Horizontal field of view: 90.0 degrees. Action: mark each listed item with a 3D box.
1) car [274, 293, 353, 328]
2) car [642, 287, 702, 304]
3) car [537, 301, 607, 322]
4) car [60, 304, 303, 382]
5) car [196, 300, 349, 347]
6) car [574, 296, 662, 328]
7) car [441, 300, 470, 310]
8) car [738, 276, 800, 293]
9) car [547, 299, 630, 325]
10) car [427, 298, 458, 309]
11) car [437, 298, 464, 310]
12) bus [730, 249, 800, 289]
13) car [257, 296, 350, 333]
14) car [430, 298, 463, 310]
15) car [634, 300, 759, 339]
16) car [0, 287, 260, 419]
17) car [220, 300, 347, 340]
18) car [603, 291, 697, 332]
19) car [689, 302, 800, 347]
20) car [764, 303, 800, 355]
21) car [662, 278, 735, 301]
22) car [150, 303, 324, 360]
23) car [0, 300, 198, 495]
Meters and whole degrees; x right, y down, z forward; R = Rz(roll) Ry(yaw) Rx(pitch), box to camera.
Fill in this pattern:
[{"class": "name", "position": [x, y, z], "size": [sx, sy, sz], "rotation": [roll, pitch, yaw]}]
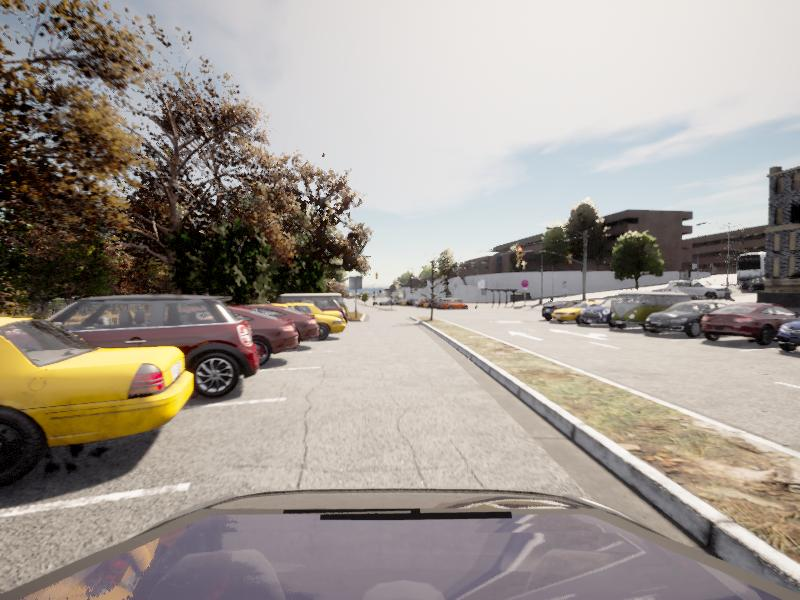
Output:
[{"class": "car", "position": [-5.290, 0.591, 24.518], "size": [4.442, 1.987, 1.878], "rotation": [-1, 0, -23]}, {"class": "car", "position": [28.011, -0.489, 41.393], "size": [2.002, 1.452, 4.674], "rotation": [-6, 4, -28]}, {"class": "car", "position": [12.844, 0.817, 29.874], "size": [4.792, 1.488, 2.163], "rotation": [1, 0, -23]}, {"class": "car", "position": [-4.880, 0.865, 9.674], "size": [4.674, 1.452, 2.002], "rotation": [-1, 0, -21]}, {"class": "car", "position": [-4.867, 0.817, 15.668], "size": [5.366, 1.575, 1.946], "rotation": [-1, 0, -22]}, {"class": "car", "position": [12.998, 0.662, 23.886], "size": [4.553, 1.767, 2.185], "rotation": [1, 0, -23]}, {"class": "car", "position": [9.370, 0.826, 67.584], "size": [4.553, 1.767, 2.185], "rotation": [1, 0, -28]}, {"class": "car", "position": [39.921, -1.674, 43.075], "size": [2.231, 1.521, 4.892], "rotation": [-6, 4, -28]}, {"class": "car", "position": [12.652, 0.779, 26.819], "size": [5.366, 1.575, 1.946], "rotation": [1, 0, -23]}, {"class": "car", "position": [8.183, 0.678, 76.557], "size": [5.566, 2.045, 2.435], "rotation": [0, 0, -28]}, {"class": "car", "position": [8.901, 0.718, 70.524], "size": [4.442, 1.987, 1.878], "rotation": [1, 0, -28]}, {"class": "bus", "position": [47.399, -4.008, 49.564], "size": [10.273, 4.253, 3.944], "rotation": [-6, 3, -9]}, {"class": "car", "position": [-5.226, 0.694, 21.525], "size": [4.553, 1.767, 2.185], "rotation": [-1, 0, -22]}, {"class": "car", "position": [8.563, 0.686, 73.544], "size": [5.566, 2.045, 2.435], "rotation": [1, 0, -28]}, {"class": "car", "position": [13.209, 0.795, 17.839], "size": [4.892, 1.521, 2.231], "rotation": [1, 0, -22]}, {"class": "car", "position": [-4.807, 0.700, 6.722], "size": [4.553, 1.767, 2.185], "rotation": [-1, 0, -21]}, {"class": "car", "position": [-5.310, 0.821, 18.485], "size": [5.366, 1.575, 1.946], "rotation": [-1, 0, -22]}, {"class": "car", "position": [12.991, 0.563, 20.811], "size": [4.442, 1.987, 1.878], "rotation": [1, 0, -22]}, {"class": "car", "position": [13.287, 0.836, 14.822], "size": [4.674, 1.452, 2.002], "rotation": [1, 0, -22]}, {"class": "car", "position": [13.366, 0.840, 11.798], "size": [4.674, 1.452, 2.002], "rotation": [1, 0, -21]}, {"class": "car", "position": [30.979, -1.066, 41.779], "size": [2.435, 2.045, 5.566], "rotation": [-7, 4, -28]}, {"class": "car", "position": [-4.949, 0.863, 12.634], "size": [4.674, 1.452, 2.002], "rotation": [-1, 0, -21]}, {"class": "car", "position": [-4.977, 0.826, 3.685], "size": [5.366, 1.575, 1.946], "rotation": [-1, 0, -20]}]
